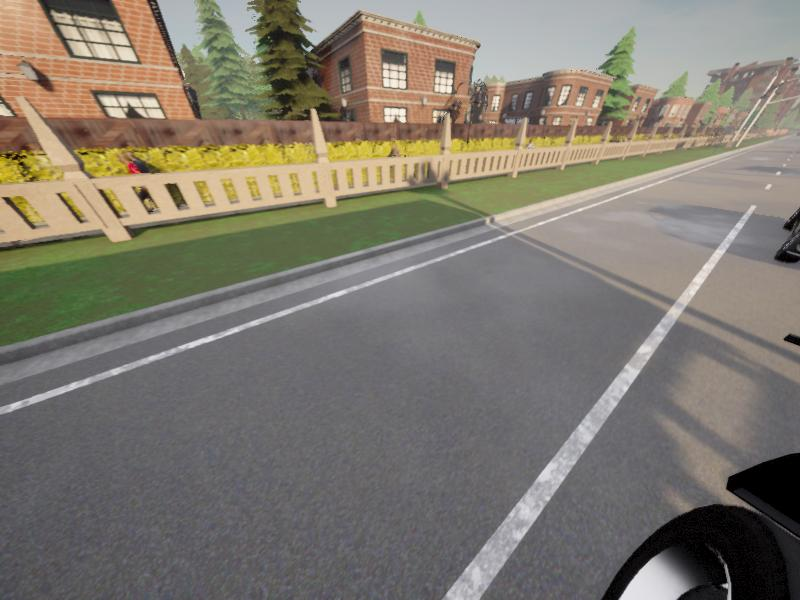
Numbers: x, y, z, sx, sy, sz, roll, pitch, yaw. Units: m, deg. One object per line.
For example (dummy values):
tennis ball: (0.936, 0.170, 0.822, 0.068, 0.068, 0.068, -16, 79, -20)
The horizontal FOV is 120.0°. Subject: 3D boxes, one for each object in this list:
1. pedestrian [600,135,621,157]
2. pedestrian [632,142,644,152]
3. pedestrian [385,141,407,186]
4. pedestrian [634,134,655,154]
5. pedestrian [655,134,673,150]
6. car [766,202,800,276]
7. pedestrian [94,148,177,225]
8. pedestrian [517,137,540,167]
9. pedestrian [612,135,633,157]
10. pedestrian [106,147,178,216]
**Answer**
pedestrian: (21.592, -15.806, 23.735, 0.751, 1.860, 0.751, -18, 39, -22)
pedestrian: (29.771, -19.159, 28.933, 0.500, 1.100, 0.500, -22, 40, -27)
pedestrian: (-0.200, -6.884, 11.637, 0.751, 1.860, 0.751, -23, 41, -28)
pedestrian: (28.362, -18.105, 26.824, 0.751, 1.860, 0.751, -19, 39, -24)
pedestrian: (37.107, -22.253, 32.473, 0.751, 1.860, 0.751, -22, 40, -27)
car: (10.035, -1.659, 4.603, 5.027, 1.651, 2.152, -22, 41, -28)
pedestrian: (-7.575, -3.303, 6.758, 0.751, 1.860, 0.751, -22, 41, -27)
pedestrian: (9.703, -11.166, 17.450, 0.751, 1.860, 0.751, -23, 41, -28)
pedestrian: (22.891, -15.858, 23.781, 0.751, 1.860, 0.751, -22, 41, -27)
pedestrian: (-8.253, -3.839, 7.524, 0.751, 1.860, 0.751, -22, 41, -27)
